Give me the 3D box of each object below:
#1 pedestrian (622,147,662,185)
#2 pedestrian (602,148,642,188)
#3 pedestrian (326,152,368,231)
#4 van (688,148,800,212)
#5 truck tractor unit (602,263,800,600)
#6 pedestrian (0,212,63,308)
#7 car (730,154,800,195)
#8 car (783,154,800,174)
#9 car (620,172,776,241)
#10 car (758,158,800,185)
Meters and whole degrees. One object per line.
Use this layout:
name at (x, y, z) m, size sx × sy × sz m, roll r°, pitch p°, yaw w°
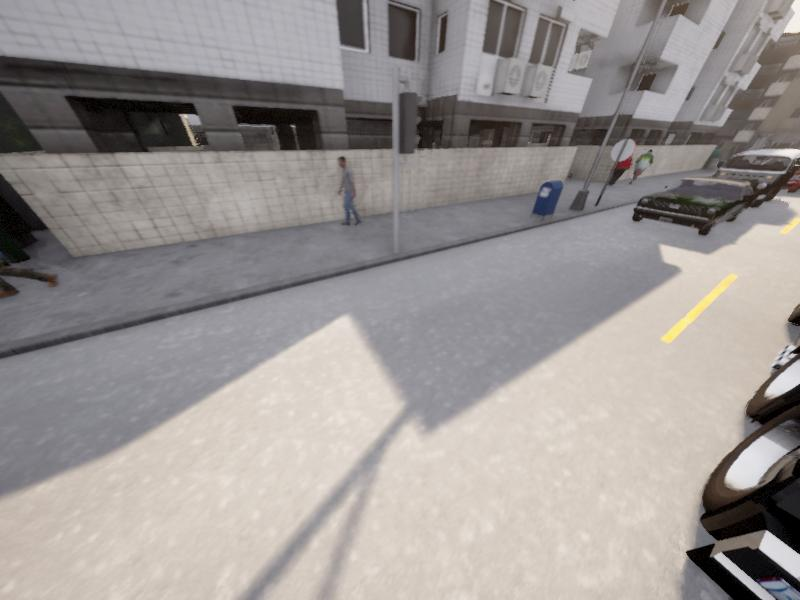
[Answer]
pedestrian at (14.363, -7.959, 13.747) m, size 0.751 × 1.860 × 0.751 m, roll -18°, pitch 39°, yaw -24°
pedestrian at (12.251, -7.321, 12.809) m, size 0.751 × 1.860 × 0.751 m, roll -22°, pitch 41°, yaw -29°
pedestrian at (-1.458, -3.053, 6.536) m, size 0.751 × 1.860 × 0.751 m, roll -18°, pitch 39°, yaw -24°
van at (15.750, -5.492, 10.279) m, size 4.480 × 2.038 × 2.069 m, roll -18°, pitch 39°, yaw -24°
truck tractor unit at (5.111, -0.299, 0.786) m, size 6.516 × 4.208 × 3.053 m, roll -18°, pitch 39°, yaw -24°
pedestrian at (-6.298, -0.891, 3.378) m, size 0.751 × 1.860 × 0.751 m, roll 25°, pitch 42°, yaw 31°
car at (22.272, -7.451, 13.485) m, size 4.611 × 1.667 × 2.242 m, roll -18°, pitch 39°, yaw -24°
car at (37.801, -12.462, 21.087) m, size 5.357 × 1.411 × 2.033 m, roll -18°, pitch 39°, yaw -24°
car at (9.963, -3.306, 7.731) m, size 4.718 × 1.301 × 1.895 m, roll -18°, pitch 39°, yaw -24°
car at (27.997, -9.180, 16.357) m, size 4.718 × 1.301 × 1.895 m, roll -18°, pitch 39°, yaw -25°
